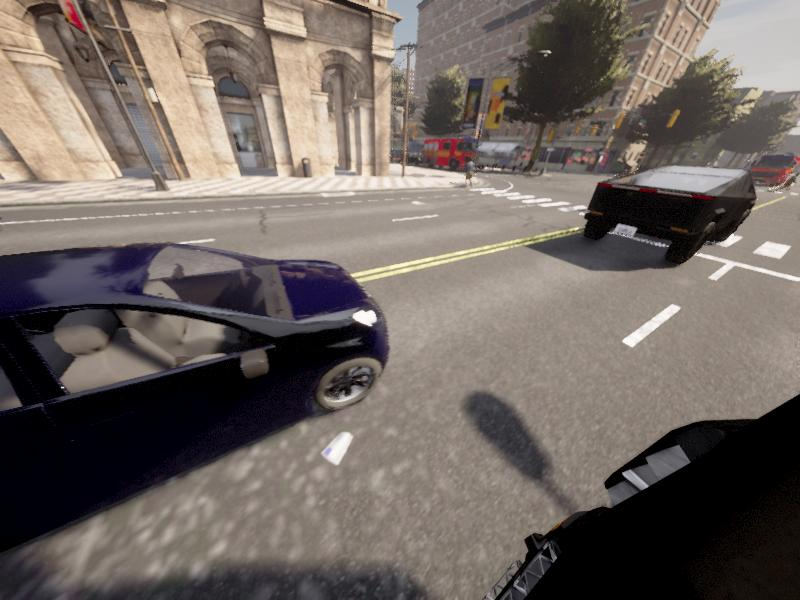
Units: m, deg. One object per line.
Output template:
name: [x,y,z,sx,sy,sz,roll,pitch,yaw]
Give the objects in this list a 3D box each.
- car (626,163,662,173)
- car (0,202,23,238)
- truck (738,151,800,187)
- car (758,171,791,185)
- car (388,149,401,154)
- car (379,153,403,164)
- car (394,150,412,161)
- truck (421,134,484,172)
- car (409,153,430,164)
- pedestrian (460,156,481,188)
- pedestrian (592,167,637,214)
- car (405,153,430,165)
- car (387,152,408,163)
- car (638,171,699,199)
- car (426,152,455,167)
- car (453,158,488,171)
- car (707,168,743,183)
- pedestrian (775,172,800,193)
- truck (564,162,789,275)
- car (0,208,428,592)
car: [54.564,-29.621,51.716,2.038,1.542,4.974,-15,38,-25]
car: [-10.890,-1.592,4.140,3.633,1.501,1.845,-16,38,-26]
truck: [50.806,-17.823,31.492,8.468,3.827,2.891,-16,38,-26]
car: [58.424,-19.066,36.010,5.366,1.575,1.801,-16,38,-26]
car: [-2.074,-56.215,87.470,4.974,1.542,2.038,-24,42,-34]
car: [-1.556,-23.221,37.800,1.895,1.301,4.718,-16,38,-26]
car: [0.529,-28.749,46.054,1.851,1.617,3.988,-16,38,-26]
truck: [6.611,-19.766,30.934,2.891,3.827,8.468,-16,38,-26]
car: [3.507,-25.721,41.829,1.970,1.475,3.806,-15,38,-26]
pedestrian: [4.897,-8.977,16.208,0.751,1.860,0.751,-17,38,-27]
pedestrian: [9.998,-5.140,10.816,0.751,1.860,0.751,-25,43,-36]
car: [2.749,-22.597,37.042,1.970,1.475,3.806,-16,38,-26]
car: [-0.550,-25.831,41.772,1.994,1.385,4.181,-16,38,-27]
car: [20.269,-8.865,17.655,1.970,1.475,3.806,22,38,26]
car: [6.460,-22.910,37.522,2.097,1.767,4.553,-16,38,-26]
car: [9.889,-19.267,32.735,1.895,1.301,4.718,-16,38,-26]
car: [47.840,-18.315,33.981,5.238,1.638,1.930,-16,38,-27]
pedestrian: [39.254,-11.808,23.217,0.751,1.860,0.751,-15,38,-25]
truck: [8.358,-2.809,6.984,6.274,2.098,2.390,-16,38,-26]
car: [-1.860,0.326,1.951,3.633,1.501,1.845,-16,38,-26]
